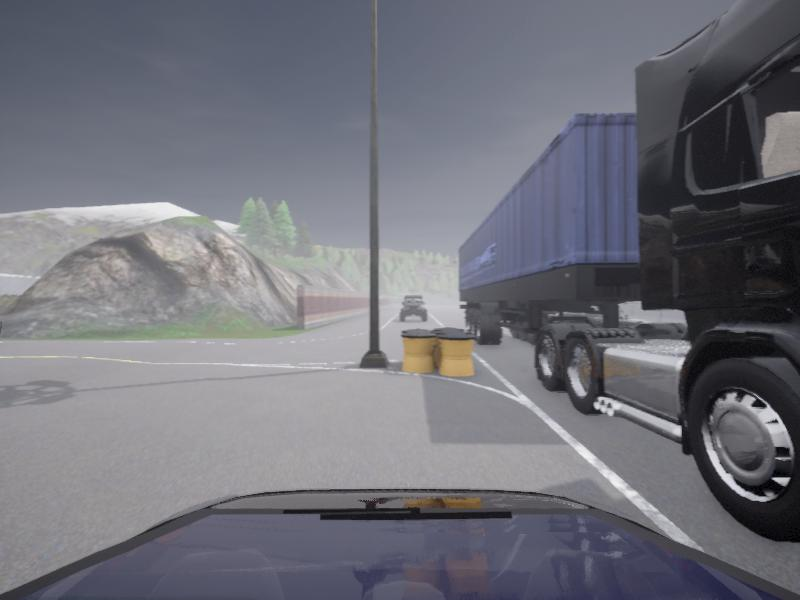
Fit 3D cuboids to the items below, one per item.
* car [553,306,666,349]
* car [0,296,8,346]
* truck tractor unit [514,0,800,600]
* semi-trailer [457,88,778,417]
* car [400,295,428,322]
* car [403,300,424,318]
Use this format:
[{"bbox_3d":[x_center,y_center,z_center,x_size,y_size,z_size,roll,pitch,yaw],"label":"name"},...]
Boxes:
[{"bbox_3d":[7.525,0.906,15.007,1.895,1.301,4.718,0,0,2],"label":"car"},{"bbox_3d":[-14.904,0.649,11.696,4.974,1.542,2.038,0,0,2],"label":"car"},{"bbox_3d":[3.681,-0.540,4.616,3.053,4.208,6.516,0,0,2],"label":"truck tractor unit"},{"bbox_3d":[3.932,-0.645,12.528,2.717,4.402,14.254,0,0,2],"label":"semi-trailer"},{"bbox_3d":[1.003,0.605,29.491,1.905,1.878,3.866,0,0,2],"label":"car"},{"bbox_3d":[1.201,0.766,35.384,1.789,1.549,3.705,0,0,2],"label":"car"}]
